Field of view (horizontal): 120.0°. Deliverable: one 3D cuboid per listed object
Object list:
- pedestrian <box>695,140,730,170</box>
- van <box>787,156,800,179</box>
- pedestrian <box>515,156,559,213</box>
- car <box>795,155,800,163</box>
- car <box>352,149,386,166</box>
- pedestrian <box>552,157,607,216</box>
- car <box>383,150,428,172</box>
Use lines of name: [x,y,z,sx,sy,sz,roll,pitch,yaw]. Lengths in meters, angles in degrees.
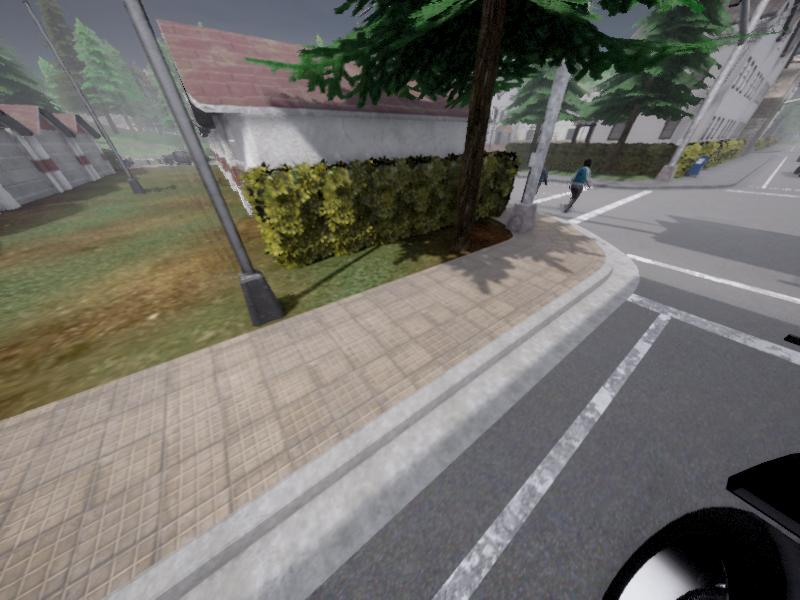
pedestrian: [23.539,-10.973,17.453,0.751,1.860,0.751,-24,41,-29]
van: [27.095,-8.841,14.432,4.480,2.038,2.069,-26,42,-31]
pedestrian: [5.280,-4.473,8.995,0.751,1.860,0.751,-25,41,-30]
car: [40.905,-14.217,22.520,4.181,1.385,1.994,-23,40,-28]
car: [-3.829,-17.456,28.233,1.882,1.535,5.008,-22,40,-28]
pedestrian: [6.574,-4.201,8.571,0.751,1.860,0.751,-12,36,-16]
car: [0.400,-14.047,23.232,1.882,1.535,5.008,-22,40,-28]
